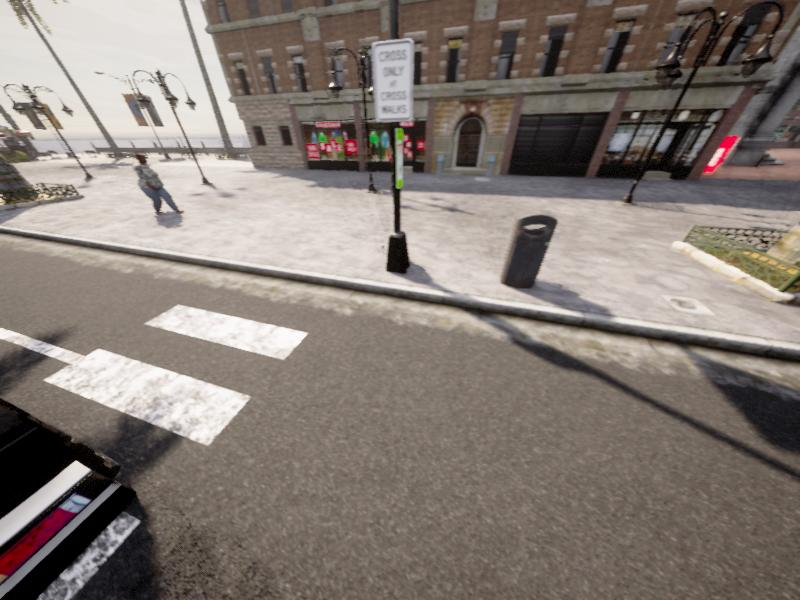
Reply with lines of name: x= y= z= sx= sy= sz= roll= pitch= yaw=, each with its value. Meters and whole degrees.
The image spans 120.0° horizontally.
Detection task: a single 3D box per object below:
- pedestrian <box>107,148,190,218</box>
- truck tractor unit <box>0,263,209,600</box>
pedestrian: x=-7.783 y=-3.648 z=7.286 sx=0.751 sy=1.860 sz=0.751 roll=-2 pitch=35 yaw=-2
truck tractor unit: x=-5.282 y=-0.075 z=0.466 sx=6.516 sy=4.208 sz=3.053 roll=10 pitch=37 yaw=14
